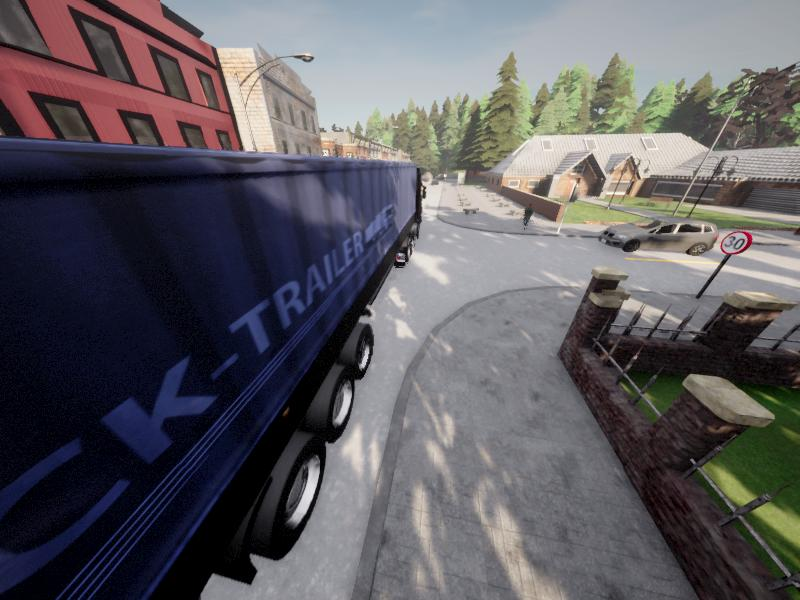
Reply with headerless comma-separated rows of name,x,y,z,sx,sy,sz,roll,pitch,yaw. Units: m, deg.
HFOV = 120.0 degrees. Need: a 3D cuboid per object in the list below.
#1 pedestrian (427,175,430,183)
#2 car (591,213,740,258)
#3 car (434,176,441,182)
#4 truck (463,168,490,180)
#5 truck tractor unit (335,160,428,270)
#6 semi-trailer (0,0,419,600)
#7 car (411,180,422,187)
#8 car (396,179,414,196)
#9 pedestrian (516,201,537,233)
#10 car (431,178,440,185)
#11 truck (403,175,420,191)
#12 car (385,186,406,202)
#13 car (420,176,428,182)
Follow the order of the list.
pedestrian,7.971,-33.779,64.600,0.751,1.860,0.751,-7,31,-12
car,13.902,-3.613,12.594,4.611,1.667,2.242,5,30,9
car,11.408,-36.874,70.377,1.837,1.490,4.892,5,30,9
truck,26.979,-44.868,82.327,8.468,3.827,2.891,5,30,8
truck tractor unit,-0.374,-4.894,12.257,3.053,4.208,6.516,5,31,9
semi-trailer,-1.742,-1.080,5.458,2.717,4.402,14.254,5,30,9
car,3.796,-26.830,53.181,1.895,1.301,4.718,5,30,8
car,0.881,-19.039,38.936,2.150,2.045,5.566,5,30,9
pedestrian,8.516,-5.585,15.545,0.751,1.860,0.751,17,34,26
car,9.053,-30.232,58.974,2.033,1.411,5.357,5,30,9
truck,2.385,-23.415,46.091,2.627,2.467,5.204,5,30,9
car,-0.536,-14.777,32.073,2.007,1.525,4.514,5,30,9
car,7.319,-36.784,70.235,2.163,1.488,4.792,5,30,9
